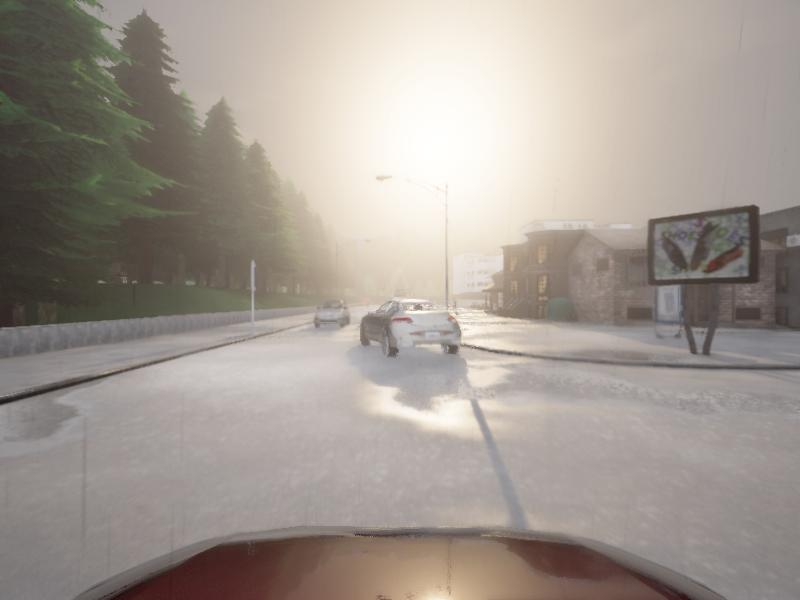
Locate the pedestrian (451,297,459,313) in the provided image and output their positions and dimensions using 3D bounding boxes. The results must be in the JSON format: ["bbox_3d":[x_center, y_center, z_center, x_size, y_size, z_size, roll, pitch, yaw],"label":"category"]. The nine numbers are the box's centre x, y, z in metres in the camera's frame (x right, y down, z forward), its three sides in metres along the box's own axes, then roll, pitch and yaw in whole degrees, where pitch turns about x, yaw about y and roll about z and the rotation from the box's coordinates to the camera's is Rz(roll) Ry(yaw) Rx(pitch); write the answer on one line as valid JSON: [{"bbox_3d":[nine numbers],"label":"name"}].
[{"bbox_3d":[6.275,0.565,45.623,0.751,1.860,0.751,0,0,-11],"label":"pedestrian"}]

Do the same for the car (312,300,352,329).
[{"bbox_3d":[-4.049,0.803,24.431,1.851,1.617,3.988,0,0,-1],"label":"car"}]

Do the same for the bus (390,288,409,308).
[{"bbox_3d":[-0.114,-0.482,92.037,3.944,4.253,10.273,0,0,0],"label":"bus"}]

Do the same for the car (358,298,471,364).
[{"bbox_3d":[0.169,0.788,12.928,2.152,1.651,5.027,0,0,-17],"label":"car"}]
